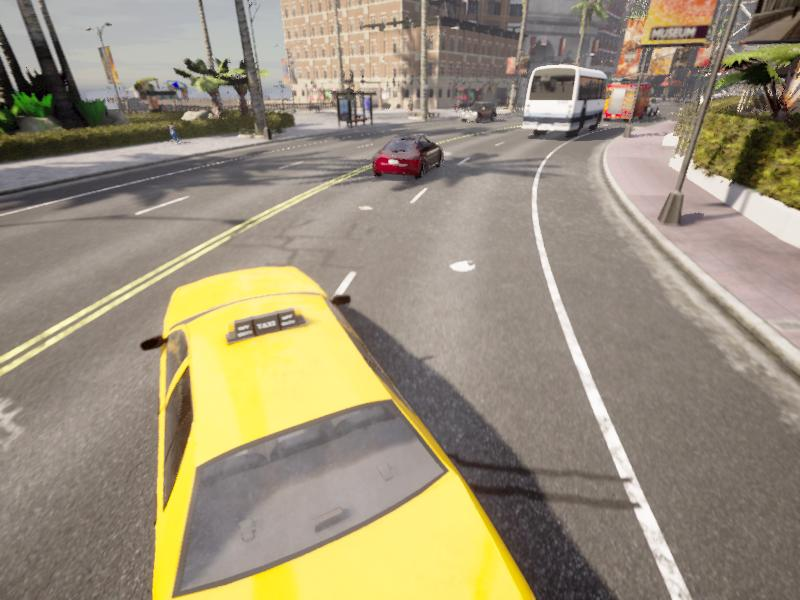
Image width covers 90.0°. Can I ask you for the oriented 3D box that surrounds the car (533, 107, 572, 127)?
[{"bbox_3d":[14.076,-16.897,36.818,1.970,1.475,3.806,20,34,33],"label":"car"}]

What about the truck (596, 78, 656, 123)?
[{"bbox_3d":[23.777,-20.923,41.885,2.891,3.827,8.468,21,34,34],"label":"truck"}]

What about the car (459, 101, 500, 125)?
[{"bbox_3d":[7.960,-18.787,40.004,1.932,1.855,4.605,21,35,34],"label":"car"}]

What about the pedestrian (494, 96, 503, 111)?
[{"bbox_3d":[14.376,-28.633,58.320,0.751,1.860,0.751,21,34,34],"label":"pedestrian"}]

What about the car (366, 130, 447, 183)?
[{"bbox_3d":[0.409,-5.927,16.178,1.994,1.385,4.181,9,29,17],"label":"car"}]

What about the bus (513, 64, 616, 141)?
[{"bbox_3d":[12.330,-14.563,29.410,3.944,4.253,10.273,18,32,30],"label":"bus"}]

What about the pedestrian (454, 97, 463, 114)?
[{"bbox_3d":[7.595,-25.400,52.220,0.751,1.860,0.751,24,36,38],"label":"pedestrian"}]

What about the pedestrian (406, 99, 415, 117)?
[{"bbox_3d":[1.182,-21.703,45.236,0.751,1.860,0.751,9,29,16],"label":"pedestrian"}]

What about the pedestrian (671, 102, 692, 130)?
[{"bbox_3d":[21.564,-14.097,30.663,0.751,1.860,0.751,21,34,34],"label":"pedestrian"}]

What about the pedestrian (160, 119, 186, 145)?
[{"bbox_3d":[-13.214,-9.786,23.286,0.751,1.300,0.751,10,29,18],"label":"pedestrian"}]

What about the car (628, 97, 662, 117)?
[{"bbox_3d":[29.999,-23.640,48.920,2.150,2.045,5.566,21,35,35],"label":"car"}]

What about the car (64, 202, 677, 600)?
[{"bbox_3d":[-1.093,0.673,3.451,1.801,1.575,5.366,-14,31,-23],"label":"car"}]

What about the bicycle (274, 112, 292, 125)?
[{"bbox_3d":[-10.819,-16.838,37.040,0.373,1.024,1.643,21,34,34],"label":"bicycle"}]
